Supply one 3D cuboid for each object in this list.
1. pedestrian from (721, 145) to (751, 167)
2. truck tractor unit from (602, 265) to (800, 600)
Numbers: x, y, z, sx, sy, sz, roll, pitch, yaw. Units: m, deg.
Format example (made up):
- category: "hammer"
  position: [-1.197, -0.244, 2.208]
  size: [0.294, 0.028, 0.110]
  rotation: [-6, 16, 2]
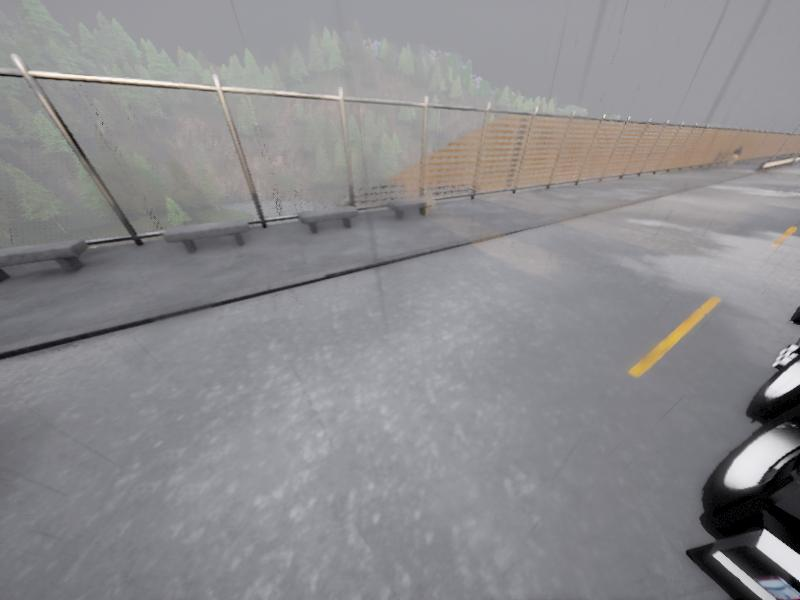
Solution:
- category: "pedestrian"
  position: [33.077, -14.190, 22.782]
  size: [0.751, 1.860, 0.751]
  rotation: [-17, 39, -23]
- category: "truck tractor unit"
  position: [5.110, -0.304, 0.779]
  size: [6.516, 4.208, 3.053]
  rotation: [-18, 39, -24]
